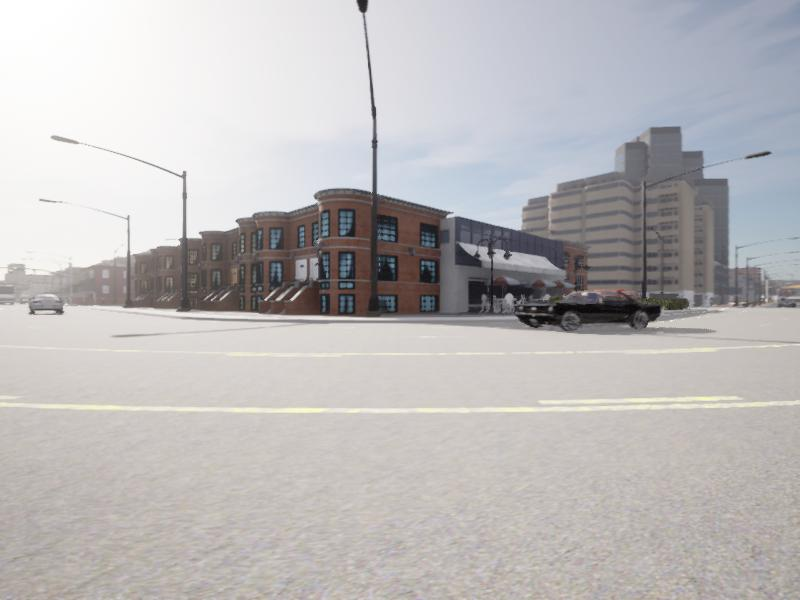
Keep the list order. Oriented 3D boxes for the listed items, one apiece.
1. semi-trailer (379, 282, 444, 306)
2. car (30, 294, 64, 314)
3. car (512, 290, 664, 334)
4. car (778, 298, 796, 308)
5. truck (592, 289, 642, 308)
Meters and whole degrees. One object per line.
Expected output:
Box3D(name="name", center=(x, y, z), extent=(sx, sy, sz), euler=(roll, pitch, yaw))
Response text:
Box3D(name="semi-trailer", center=(2.093, -1.133, 79.939), extent=(14.254, 4.402, 2.717), euler=(0, 0, 39))
Box3D(name="car", center=(-27.668, 0.312, 31.295), extent=(1.812, 1.442, 4.674), euler=(0, 0, -44))
Box3D(name="car", center=(6.384, 0.358, 13.604), extent=(4.718, 1.301, 1.895), euler=(0, 0, -20))
Box3D(name="car", center=(53.912, 0.442, 55.697), extent=(1.812, 1.442, 4.674), euler=(0, -1, 45))
Box3D(name="truck", center=(28.790, -0.193, 53.192), extent=(2.627, 2.467, 5.204), euler=(0, 0, -44))
